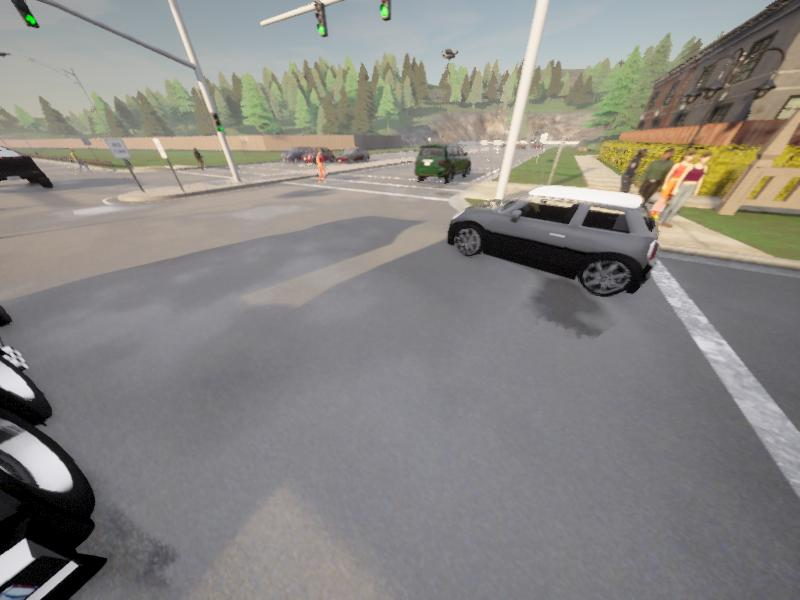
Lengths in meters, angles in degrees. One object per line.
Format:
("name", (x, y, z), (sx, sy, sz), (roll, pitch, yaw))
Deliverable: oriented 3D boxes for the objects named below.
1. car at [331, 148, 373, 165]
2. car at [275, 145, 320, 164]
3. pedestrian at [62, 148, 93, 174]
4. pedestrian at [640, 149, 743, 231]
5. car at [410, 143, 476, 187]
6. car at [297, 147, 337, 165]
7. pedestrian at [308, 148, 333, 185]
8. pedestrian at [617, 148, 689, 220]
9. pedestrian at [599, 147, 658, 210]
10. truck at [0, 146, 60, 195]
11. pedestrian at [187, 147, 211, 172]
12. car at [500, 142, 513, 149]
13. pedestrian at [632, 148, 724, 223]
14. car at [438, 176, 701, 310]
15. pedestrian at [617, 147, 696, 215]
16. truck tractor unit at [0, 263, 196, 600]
("car", (-5.580, -17.142, 27.437), (2.163, 1.488, 4.792), (18, 39, 25))
("car", (-12.674, -18.243, 28.819), (2.097, 1.767, 4.553), (18, 39, 25))
("pedestrian", (-27.805, -12.033, 19.942), (0.751, 1.860, 0.751), (25, 42, 32))
("pedestrian", (7.677, -2.946, 6.237), (0.751, 1.860, 0.751), (11, 36, 16))
("car", (2.958, -9.073, 15.241), (2.150, 2.045, 5.566), (19, 39, 25))
("car", (-9.728, -17.102, 27.312), (1.851, 1.617, 3.988), (18, 39, 25))
("pedestrian", (-4.811, -8.117, 14.071), (0.751, 1.860, 0.751), (17, 38, 23))
("pedestrian", (7.753, -3.592, 7.165), (0.751, 1.860, 0.751), (-29, 44, -35))
("pedestrian", (8.027, -4.295, 8.173), (0.751, 1.860, 0.751), (29, 44, 35))
("truck", (-23.392, -7.699, 13.495), (6.274, 2.098, 2.390), (18, 39, 25))
("pedestrian", (-17.621, -12.345, 20.285), (0.751, 1.860, 0.751), (18, 39, 24))
("car", (28.298, -40.920, 61.276), (1.837, 1.490, 4.892), (18, 39, 25))
("pedestrian", (7.983, -3.328, 6.782), (0.751, 1.860, 0.751), (8, 36, 12))
("car", (3.033, -1.584, 4.969), (3.806, 1.475, 1.970), (27, 43, 34))
("pedestrian", (8.166, -3.820, 7.489), (0.751, 1.860, 0.751), (6, 35, 9))
("truck tractor unit", (-5.111, -0.297, 0.792), (6.516, 4.208, 3.053), (18, 39, 24))
